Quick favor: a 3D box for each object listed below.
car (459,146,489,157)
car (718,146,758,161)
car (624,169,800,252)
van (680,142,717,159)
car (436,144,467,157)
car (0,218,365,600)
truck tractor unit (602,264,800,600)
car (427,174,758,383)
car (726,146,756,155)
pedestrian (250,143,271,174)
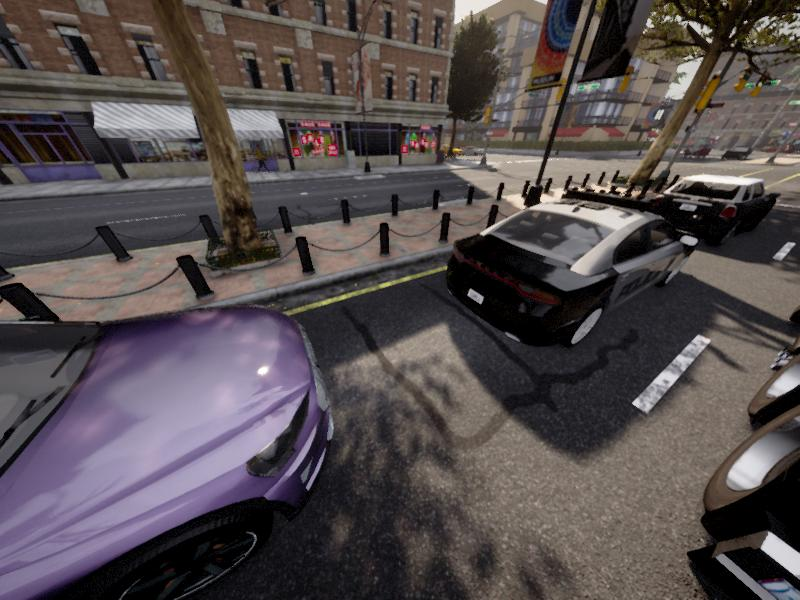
[{"bbox_3d":[12.259,-25.015,38.809,1.895,1.301,4.718,-18,39,-25],"label":"car"},{"bbox_3d":[47.917,-20.882,32.757,5.238,1.638,1.930,-18,39,-24],"label":"car"},{"bbox_3d":[9.132,-2.815,6.785,3.806,1.475,1.970,-16,38,-22],"label":"car"},{"bbox_3d":[44.107,-22.087,34.164,4.442,1.987,1.775,-18,39,-24],"label":"van"},{"bbox_3d":[8.380,-24.971,38.477,1.801,1.575,5.366,-18,39,-25],"label":"car"},{"bbox_3d":[-2.882,1.058,1.036,4.856,1.649,2.033,-18,39,-24],"label":"car"},{"bbox_3d":[5.120,-0.286,0.803,6.516,4.208,3.053,-18,39,-25],"label":"truck tractor unit"},{"bbox_3d":[3.222,-0.948,3.933,5.238,1.638,1.930,-18,39,-24],"label":"car"},{"bbox_3d":[66.195,-29.087,44.824,5.357,1.411,2.033,-18,39,-24],"label":"car"},{"bbox_3d":[-9.893,-10.024,16.388,0.751,1.860,0.751,-17,39,-23],"label":"pedestrian"}]
